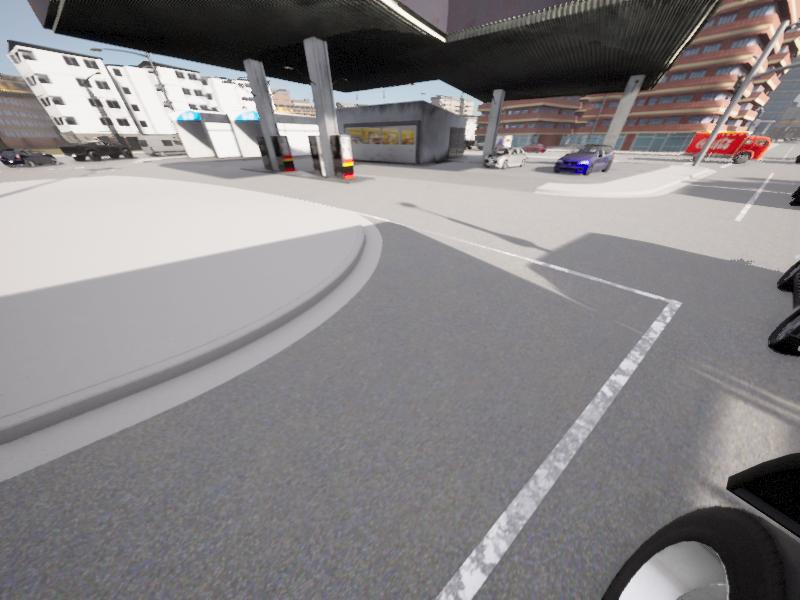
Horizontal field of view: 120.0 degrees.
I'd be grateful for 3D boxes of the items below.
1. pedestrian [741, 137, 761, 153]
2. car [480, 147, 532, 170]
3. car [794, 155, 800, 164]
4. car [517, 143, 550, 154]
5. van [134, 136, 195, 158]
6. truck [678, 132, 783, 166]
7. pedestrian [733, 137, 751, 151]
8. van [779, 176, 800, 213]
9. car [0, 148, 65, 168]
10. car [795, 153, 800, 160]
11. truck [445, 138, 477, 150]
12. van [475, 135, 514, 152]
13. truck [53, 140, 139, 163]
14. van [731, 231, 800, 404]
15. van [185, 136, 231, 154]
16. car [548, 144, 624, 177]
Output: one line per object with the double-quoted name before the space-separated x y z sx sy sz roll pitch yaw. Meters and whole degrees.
"pedestrian" 49.313 -21.727 32.453 0.751 1.860 0.751 -24 41 -29
"car" 8.943 -12.073 19.601 3.806 1.475 1.970 -22 41 -28
"car" 40.175 -14.116 22.012 4.605 1.855 1.932 -22 41 -28
"car" 22.205 -25.432 38.647 1.994 1.385 4.181 -23 41 -28
"van" -35.756 -23.545 35.385 1.988 2.561 5.915 9 36 13
"truck" 32.107 -15.021 22.806 2.627 2.467 5.204 -26 44 -32
"pedestrian" 56.084 -25.594 37.890 0.751 1.860 0.751 -22 40 -27
"van" 16.566 -4.494 8.382 4.480 2.038 2.069 -23 41 -27
"car" -36.790 -14.174 22.970 1.845 1.501 3.633 -8 36 -10
"car" 46.075 -16.536 25.402 4.605 1.855 1.932 -22 41 -28
"truck" 12.753 -33.143 49.025 2.390 2.098 6.274 -23 41 -29
"van" 17.619 -29.465 43.483 2.351 2.431 6.366 -23 41 -29
"truck" -37.360 -18.619 28.789 2.390 2.098 6.274 0 35 0
"van" 6.229 -0.233 2.441 4.480 2.038 2.069 -22 41 -28
"van" -35.448 -28.878 42.949 1.988 2.561 5.915 17 39 23
"car" 12.880 -9.769 16.023 4.611 1.667 2.242 -22 41 -28
